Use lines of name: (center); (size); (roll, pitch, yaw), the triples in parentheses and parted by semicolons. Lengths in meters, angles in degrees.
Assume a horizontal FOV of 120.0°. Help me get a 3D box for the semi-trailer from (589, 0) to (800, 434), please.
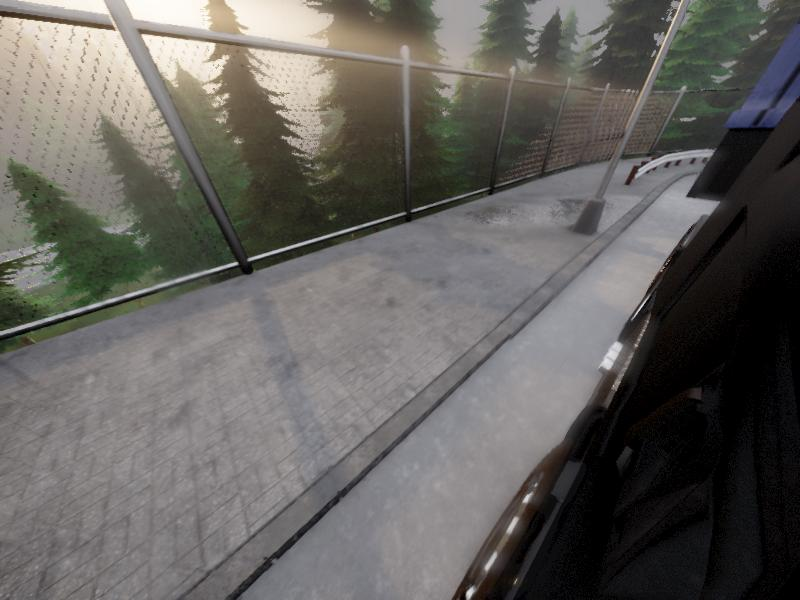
semi-trailer: (9.316, -3.089, 3.506); (14.254, 4.402, 2.717); (-20, 40, -22)

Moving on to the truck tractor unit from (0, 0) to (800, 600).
truck tractor unit: (2.645, -0.295, 0.351); (6.516, 4.208, 3.053); (-28, 44, -30)
